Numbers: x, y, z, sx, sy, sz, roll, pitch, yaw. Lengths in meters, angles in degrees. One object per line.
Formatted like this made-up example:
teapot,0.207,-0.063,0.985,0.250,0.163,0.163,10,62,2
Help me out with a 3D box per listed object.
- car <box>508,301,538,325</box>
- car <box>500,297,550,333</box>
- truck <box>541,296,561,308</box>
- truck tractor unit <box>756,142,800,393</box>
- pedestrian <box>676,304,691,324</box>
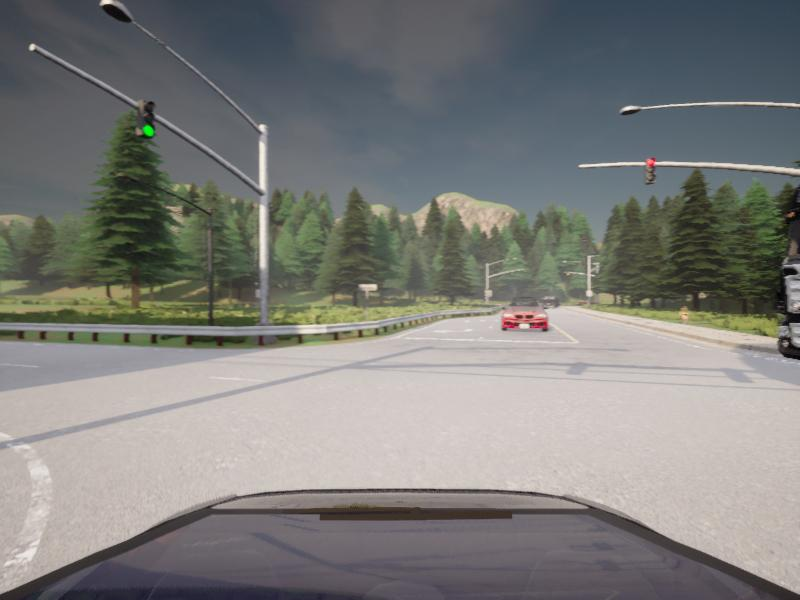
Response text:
car,8.231,0.783,26.923,1.816,1.474,4.193,0,0,16
car,6.532,0.700,21.063,2.242,1.667,4.611,0,0,16
truck,26.687,0.331,70.624,2.390,2.098,6.274,-1,0,29
truck tractor unit,9.809,-0.557,5.620,6.516,4.208,3.053,0,0,11
pedestrian,15.404,0.760,21.731,0.500,1.100,0.500,0,0,15
